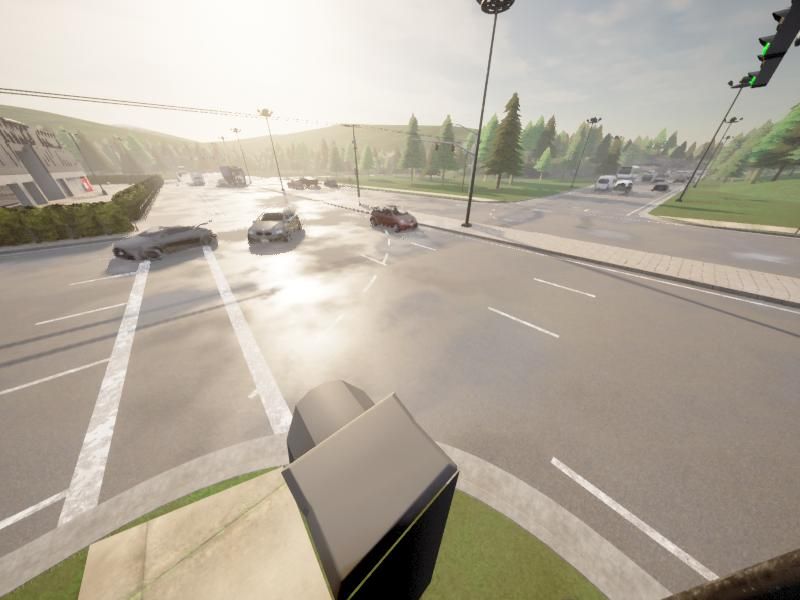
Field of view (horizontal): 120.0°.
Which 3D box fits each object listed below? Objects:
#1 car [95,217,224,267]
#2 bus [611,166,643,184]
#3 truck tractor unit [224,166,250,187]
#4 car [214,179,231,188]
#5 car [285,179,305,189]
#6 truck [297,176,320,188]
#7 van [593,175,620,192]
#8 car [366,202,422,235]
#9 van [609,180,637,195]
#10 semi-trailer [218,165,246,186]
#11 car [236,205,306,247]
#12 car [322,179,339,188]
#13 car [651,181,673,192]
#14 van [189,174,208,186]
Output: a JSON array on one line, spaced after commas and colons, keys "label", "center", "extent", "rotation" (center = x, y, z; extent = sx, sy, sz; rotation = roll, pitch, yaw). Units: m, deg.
[{"label": "car", "center": [-12.471, -3.296, 12.445], "extent": [1.994, 1.385, 4.181], "rotation": [10, 32, 17]}, {"label": "bus", "center": [65.682, -36.350, 66.805], "extent": [10.273, 4.253, 3.944], "rotation": [-23, 37, -34]}, {"label": "truck tractor unit", "center": [-39.098, -29.727, 55.364], "extent": [3.053, 4.208, 6.516], "rotation": [-22, 36, -33]}, {"label": "car", "center": [-40.221, -26.384, 52.276], "extent": [2.038, 1.542, 4.974], "rotation": [-23, 37, -34]}, {"label": "car", "center": [-22.717, -25.043, 49.858], "extent": [2.152, 1.651, 5.027], "rotation": [-23, 37, -34]}, {"label": "truck", "center": [-20.937, -26.902, 52.602], "extent": [2.390, 2.098, 6.274], "rotation": [-23, 37, -34]}, {"label": "van", "center": [39.764, -22.440, 44.390], "extent": [5.915, 2.561, 1.988], "rotation": [-23, 37, -34]}, {"label": "car", "center": [-0.526, -6.163, 17.174], "extent": [1.851, 1.617, 3.988], "rotation": [-25, 38, -36]}, {"label": "van", "center": [37.805, -19.111, 39.166], "extent": [4.480, 2.038, 2.069], "rotation": [-23, 37, -34]}, {"label": "semi-trailer", "center": [-44.222, -32.821, 60.536], "extent": [2.717, 4.402, 14.254], "rotation": [-23, 37, -34]}, {"label": "car", "center": [-8.017, -4.961, 15.026], "extent": [2.242, 1.667, 4.611], "rotation": [-3, 30, -6]}, {"label": "car", "center": [-15.728, -26.336, 52.114], "extent": [1.851, 1.617, 3.988], "rotation": [-23, 37, -34]}, {"label": "car", "center": [50.723, -22.051, 44.658], "extent": [5.238, 1.638, 1.930], "rotation": [-23, 37, -34]}, {"label": "van", "center": [-50.021, -29.779, 57.257], "extent": [2.351, 2.431, 6.366], "rotation": [-23, 37, -35]}]
